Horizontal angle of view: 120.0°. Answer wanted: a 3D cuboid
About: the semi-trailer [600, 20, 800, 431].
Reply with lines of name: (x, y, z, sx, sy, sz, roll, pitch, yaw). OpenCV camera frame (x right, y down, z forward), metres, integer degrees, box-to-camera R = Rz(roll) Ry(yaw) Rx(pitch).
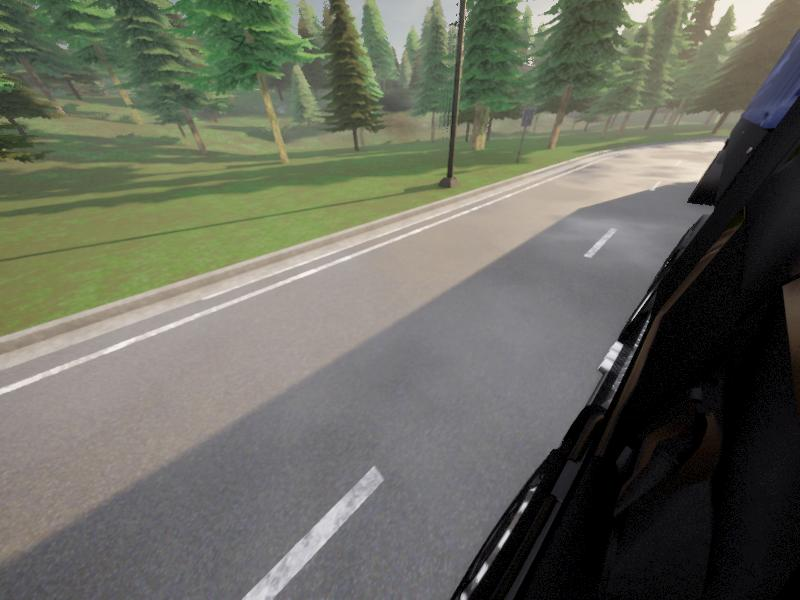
semi-trailer: (8.592, -3.680, 4.323, 14.254, 4.402, 2.717, -29, 44, -31)

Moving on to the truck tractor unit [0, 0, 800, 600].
truck tractor unit: (2.645, -0.295, 0.351, 6.516, 4.208, 3.053, -28, 44, -30)
